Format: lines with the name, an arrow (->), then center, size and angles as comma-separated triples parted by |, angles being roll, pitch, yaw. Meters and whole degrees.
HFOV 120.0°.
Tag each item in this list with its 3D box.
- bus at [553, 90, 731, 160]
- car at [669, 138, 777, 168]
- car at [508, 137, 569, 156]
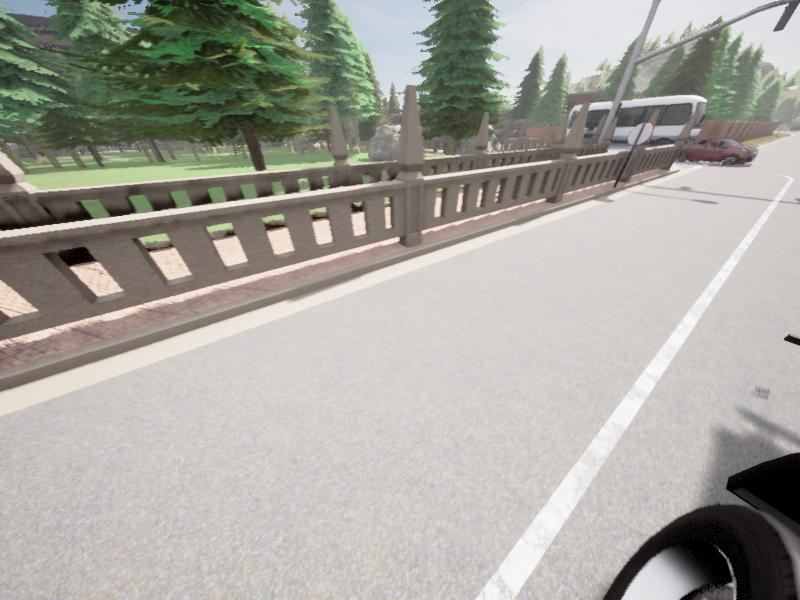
bus -> 21.533, -16.283, 21.969 | 3.944, 4.253, 10.273 | -23, 41, -27
car -> 21.745, -10.154, 15.804 | 1.845, 1.501, 3.633 | -12, 37, -14
car -> 14.980, -16.969, 25.428 | 1.801, 1.575, 5.366 | -23, 41, -26
